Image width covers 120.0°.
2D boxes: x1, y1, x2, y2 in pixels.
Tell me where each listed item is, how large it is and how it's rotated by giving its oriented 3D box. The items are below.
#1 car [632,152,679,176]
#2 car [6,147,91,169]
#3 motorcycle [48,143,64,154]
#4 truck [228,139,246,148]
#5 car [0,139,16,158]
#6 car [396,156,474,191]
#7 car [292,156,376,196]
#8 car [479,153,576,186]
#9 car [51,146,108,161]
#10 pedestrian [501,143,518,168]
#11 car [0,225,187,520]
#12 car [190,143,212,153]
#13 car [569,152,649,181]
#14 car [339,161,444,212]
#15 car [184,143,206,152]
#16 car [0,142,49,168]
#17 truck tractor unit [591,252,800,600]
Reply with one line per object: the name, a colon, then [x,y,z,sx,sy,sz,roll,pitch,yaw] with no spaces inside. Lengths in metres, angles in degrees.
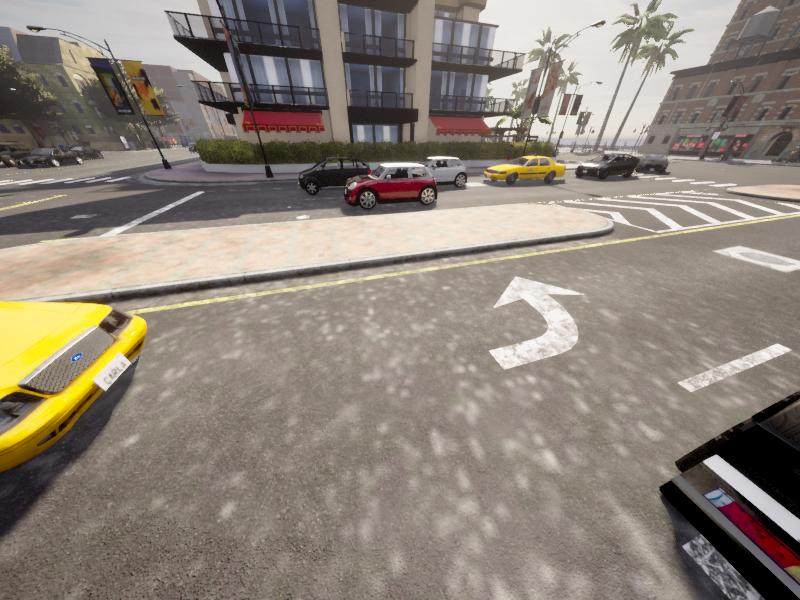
car: [22.163,-12.081,20.290,2.033,1.411,5.357,25,42,31]
car: [-33.078,-13.626,22.027,1.837,1.490,4.892,-10,36,-15]
motorcycle: [-57.958,-25.516,38.884,2.356,1.277,0.764,28,53,34]
truck: [-46.712,-44.929,66.358,2.390,2.098,6.274,-10,36,-15]
car: [-56.752,-20.049,30.601,5.566,2.045,2.150,-9,36,-13]
car: [1.879,-7.319,13.232,3.806,1.475,1.970,-10,36,-14]
car: [-3.306,-6.442,11.868,3.705,1.549,1.789,-10,36,-14]
car: [8.067,-8.448,14.808,5.366,1.575,1.801,-10,36,-14]
car: [-39.237,-18.134,28.502,1.812,1.442,4.674,-10,36,-15]
pedestrian: [9.861,-13.054,20.883,0.751,1.860,0.751,0,35,-1]
car: [-5.349,0.738,1.519,5.366,1.575,1.801,-7,36,-11]
car: [-38.136,-29.301,44.475,1.845,1.501,3.633,-10,36,-15]
car: [15.181,-9.818,16.874,4.514,1.525,2.007,-13,37,-18]
car: [-0.415,-4.822,9.630,3.806,1.475,1.970,-10,36,-14]
car: [-43.679,-32.610,49.308,1.970,1.475,3.806,-10,36,-15]
car: [-36.650,-13.590,21.602,1.905,1.878,3.866,-9,36,-13]
truck tractor unit: [5.283,-0.072,0.453,6.516,4.208,3.053,-10,36,-14]
